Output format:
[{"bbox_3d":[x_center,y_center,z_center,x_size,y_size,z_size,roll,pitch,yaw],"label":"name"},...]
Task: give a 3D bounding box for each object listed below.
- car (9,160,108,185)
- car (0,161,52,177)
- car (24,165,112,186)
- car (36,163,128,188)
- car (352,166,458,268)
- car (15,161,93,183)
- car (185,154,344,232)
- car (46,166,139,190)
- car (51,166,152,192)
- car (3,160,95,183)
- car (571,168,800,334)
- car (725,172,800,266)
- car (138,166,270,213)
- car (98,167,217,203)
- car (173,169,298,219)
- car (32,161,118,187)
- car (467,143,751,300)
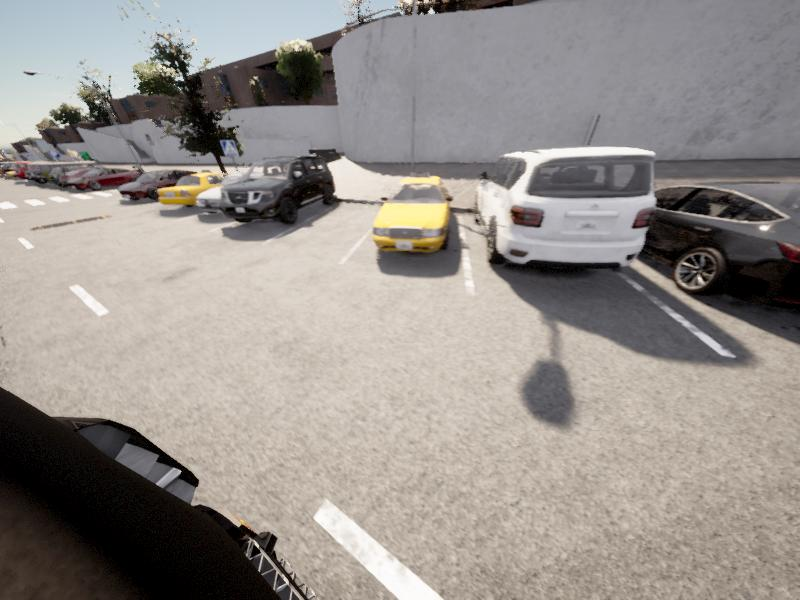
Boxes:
[{"bbox_3d":[-38.315,-14.591,26.303,2.435,2.045,5.566,5,34,9],"label":"car"},{"bbox_3d":[-61.559,-21.478,37.785,1.878,1.987,4.442,5,34,9],"label":"car"},{"bbox_3d":[-35.732,-13.631,25.171,2.231,1.521,4.892,4,34,9],"label":"car"},{"bbox_3d":[-30.580,-12.201,22.503,2.185,1.767,4.553,4,34,9],"label":"car"},{"bbox_3d":[0.543,-2.865,6.847,1.946,1.575,5.366,4,33,9],"label":"car"},{"bbox_3d":[-40.911,-15.283,27.534,1.878,1.987,4.442,5,34,9],"label":"car"},{"bbox_3d":[-4.626,-4.659,9.454,2.435,2.045,5.566,4,34,9],"label":"car"},{"bbox_3d":[-27.992,-11.315,21.327,2.002,1.452,4.674,4,34,9],"label":"car"},{"bbox_3d":[-25.392,-10.543,20.001,2.163,1.488,4.792,5,34,9],"label":"car"},{"bbox_3d":[-43.476,-16.147,28.931,2.435,2.045,5.566,4,34,9],"label":"car"},{"bbox_3d":[5.767,-1.466,4.415,2.163,1.488,4.792,4,33,10],"label":"car"},{"bbox_3d":[8.371,-0.699,3.079,2.002,1.452,4.674,4,33,9],"label":"car"},{"bbox_3d":[-9.788,-6.091,12.372,1.946,1.575,5.366,4,34,9],"label":"car"},{"bbox_3d":[-15.009,-7.479,14.811,2.163,1.488,4.792,5,34,9],"label":"car"},{"bbox_3d":[-7.213,-5.195,10.944,2.002,1.452,4.674,4,34,9],"label":"car"},{"bbox_3d":[-33.138,-13.126,23.859,1.878,1.987,4.442,4,34,9],"label":"car"},{"bbox_3d":[3.164,-2.442,5.575,2.435,2.045,5.566,4,33,10],"label":"car"}]
